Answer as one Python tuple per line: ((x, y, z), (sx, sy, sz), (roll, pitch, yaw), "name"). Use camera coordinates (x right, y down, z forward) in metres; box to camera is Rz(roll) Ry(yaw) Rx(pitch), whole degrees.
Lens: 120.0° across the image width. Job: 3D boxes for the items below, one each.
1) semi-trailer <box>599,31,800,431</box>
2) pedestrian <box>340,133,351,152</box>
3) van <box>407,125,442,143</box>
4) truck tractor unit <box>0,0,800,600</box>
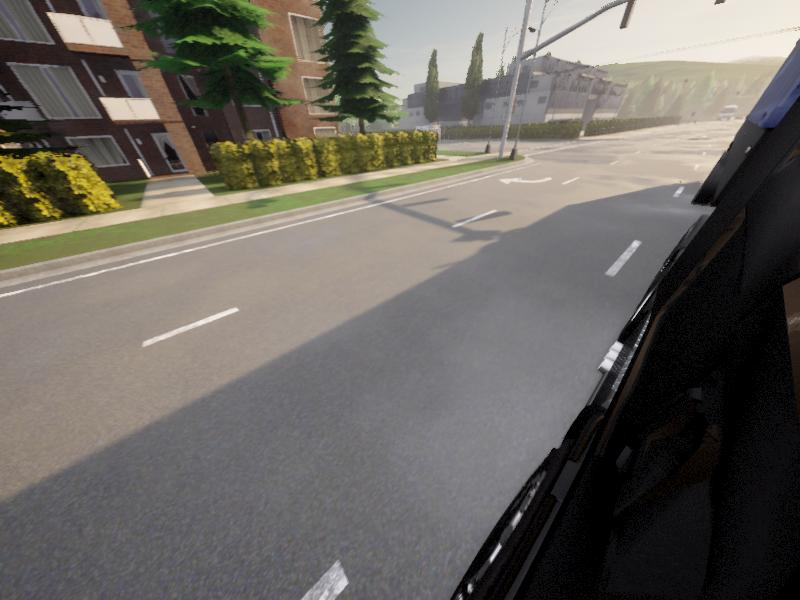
((8.644, -3.627, 4.300), (14.254, 4.402, 2.717), (-29, 44, -30), "semi-trailer")
((-6.741, -19.440, 28.485), (0.751, 1.860, 0.751), (-26, 43, -28), "pedestrian")
((4.242, -29.377, 41.003), (2.351, 2.431, 6.366), (-27, 43, -29), "van")
((2.645, -0.295, 0.351), (6.516, 4.208, 3.053), (-28, 44, -30), "truck tractor unit")
